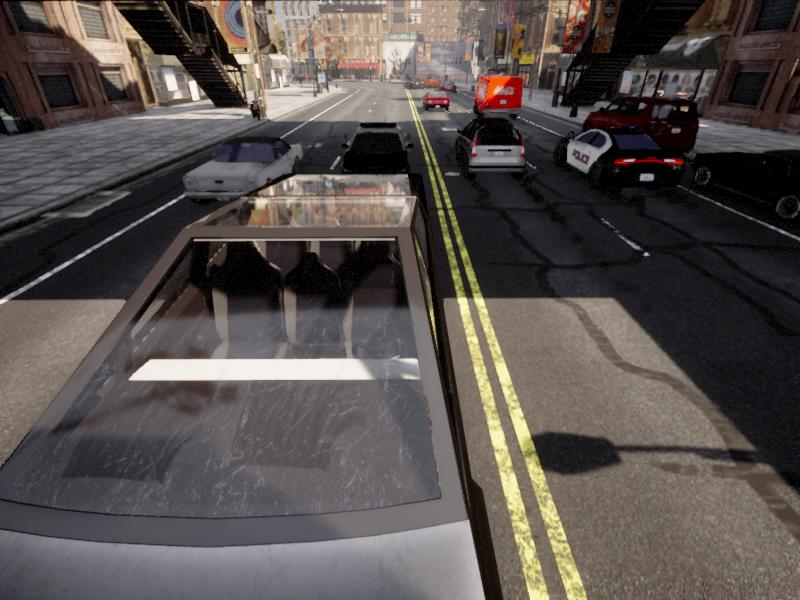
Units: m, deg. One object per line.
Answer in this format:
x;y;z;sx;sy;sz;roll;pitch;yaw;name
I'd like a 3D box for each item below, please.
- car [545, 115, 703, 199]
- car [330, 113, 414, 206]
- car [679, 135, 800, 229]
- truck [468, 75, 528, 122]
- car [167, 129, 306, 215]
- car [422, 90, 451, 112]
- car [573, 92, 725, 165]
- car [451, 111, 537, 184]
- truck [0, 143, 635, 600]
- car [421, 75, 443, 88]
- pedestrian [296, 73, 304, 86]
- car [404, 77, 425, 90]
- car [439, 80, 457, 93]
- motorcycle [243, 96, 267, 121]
6.384;-4.573;12.308;2.038;1.542;4.974;0;30;0;car
-0.630;-4.396;11.907;1.930;1.638;5.238;0;30;0;car
9.512;-3.035;9.894;1.895;1.301;4.718;0;30;0;car
6.392;-13.658;26.921;2.627;2.467;5.204;0;30;0;truck
-4.137;-3.748;11.147;1.895;1.301;4.718;0;30;1;car
2.884;-16.208;32.453;1.895;1.301;4.718;0;30;0;car
9.460;-7.084;16.095;2.435;2.045;5.566;0;30;0;car
2.889;-5.170;13.258;1.851;1.617;3.988;0;30;0;car
-0.709;0.179;3.675;2.390;2.098;6.274;0;30;0;truck
5.154;-35.546;65.049;2.097;1.767;4.553;-8;31;-13;car
-16.376;-36.080;65.577;0.751;1.860;0.751;-18;35;-28;pedestrian
2.203;-33.958;62.588;2.242;1.667;4.611;-6;31;-10;car
6.348;-28.470;53.335;1.994;1.385;4.181;0;30;0;car
-9.034;-11.921;24.884;0.856;1.236;1.805;-17;34;-26;motorcycle
